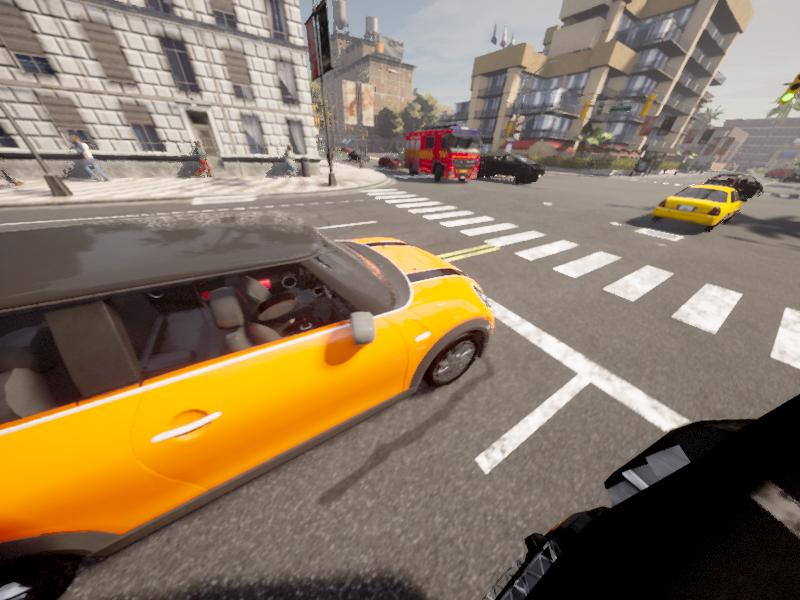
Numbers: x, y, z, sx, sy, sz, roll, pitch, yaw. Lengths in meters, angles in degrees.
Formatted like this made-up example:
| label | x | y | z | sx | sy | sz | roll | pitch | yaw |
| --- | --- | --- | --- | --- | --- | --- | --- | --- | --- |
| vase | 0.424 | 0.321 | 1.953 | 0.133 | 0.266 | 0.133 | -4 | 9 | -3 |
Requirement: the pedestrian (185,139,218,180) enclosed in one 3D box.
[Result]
| label | x | y | z | sx | sy | sz | roll | pitch | yaw |
| --- | --- | --- | --- | --- | --- | --- | --- | --- | --- |
| pedestrian | -10.916 | -7.748 | 12.775 | 0.751 | 1.860 | 0.751 | -14 | 37 | -24 |

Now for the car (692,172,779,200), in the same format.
| label | x | y | z | sx | sy | sz | roll | pitch | yaw |
| --- | --- | --- | --- | --- | --- | --- | --- | --- | --- |
| car | 25.454 | -8.672 | 17.618 | 3.988 | 1.617 | 1.851 | -5 | 34 | -12 |

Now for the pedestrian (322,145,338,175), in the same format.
| label | x | y | z | sx | sy | sz | roll | pitch | yaw |
| --- | --- | --- | --- | --- | --- | --- | --- | --- | --- |
| pedestrian | -5.324 | -10.649 | 17.595 | 0.751 | 1.860 | 0.751 | -16 | 38 | -26 |

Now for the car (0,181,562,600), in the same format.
| label | x | y | z | sx | sy | sz | roll | pitch | yaw |
| --- | --- | --- | --- | --- | --- | --- | --- | --- | --- |
| car | -1.140 | 0.068 | 2.151 | 4.553 | 1.767 | 2.097 | -17 | 38 | -27 |

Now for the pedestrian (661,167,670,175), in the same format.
| label | x | y | z | sx | sy | sz | roll | pitch | yaw |
| --- | --- | --- | --- | --- | --- | --- | --- | --- | --- |
| pedestrian | 46.644 | -22.716 | 40.620 | 0.500 | 1.100 | 0.500 | -15 | 38 | -25 |

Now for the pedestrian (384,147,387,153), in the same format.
| label | x | y | z | sx | sy | sz | roll | pitch | yaw |
| --- | --- | --- | --- | --- | --- | --- | --- | --- | --- |
| pedestrian | -4.844 | -50.087 | 77.085 | 0.751 | 1.860 | 0.751 | -17 | 38 | -27 |

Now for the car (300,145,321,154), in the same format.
| label | x | y | z | sx | sy | sz | roll | pitch | yaw |
| --- | --- | --- | --- | --- | --- | --- | --- | --- | --- |
| car | -20.731 | -34.940 | 53.650 | 3.806 | 1.475 | 1.970 | 0 | 34 | -4 |

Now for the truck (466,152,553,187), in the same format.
| label | x | y | z | sx | sy | sz | roll | pitch | yaw |
| --- | --- | --- | --- | --- | --- | --- | --- | --- | --- |
| truck | 9.341 | -11.736 | 20.503 | 2.390 | 2.098 | 6.274 | -24 | 42 | -34 |

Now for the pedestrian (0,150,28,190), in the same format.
| label | x | y | z | sx | sy | sz | roll | pitch | yaw |
| --- | --- | --- | --- | --- | --- | --- | --- | --- | --- |
| pedestrian | -15.112 | -5.070 | 8.403 | 0.751 | 1.860 | 0.751 | -19 | 39 | -30 |

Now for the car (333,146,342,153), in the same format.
| label | x | y | z | sx | sy | sz | roll | pitch | yaw |
| --- | --- | --- | --- | --- | --- | --- | --- | --- | --- |
| car | -17.760 | -42.894 | 65.785 | 1.801 | 1.575 | 5.366 | -3 | 34 | -9 |

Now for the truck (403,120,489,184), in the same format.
| label | x | y | z | sx | sy | sz | roll | pitch | yaw |
| --- | --- | --- | --- | --- | --- | --- | --- | --- | --- |
| truck | 3.291 | -12.780 | 20.035 | 2.891 | 3.827 | 8.468 | -10 | 36 | -19 |

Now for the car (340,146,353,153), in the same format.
| label | x | y | z | sx | sy | sz | roll | pitch | yaw |
| --- | --- | --- | --- | --- | --- | --- | --- | --- | --- |
| car | -16.697 | -46.661 | 71.511 | 2.152 | 1.651 | 5.027 | -17 | 39 | -28 |

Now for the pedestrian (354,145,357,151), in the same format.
| label | x | y | z | sx | sy | sz | roll | pitch | yaw |
| --- | --- | --- | --- | --- | --- | --- | --- | --- | --- |
| pedestrian | -15.871 | -54.207 | 82.416 | 0.751 | 1.860 | 0.751 | -17 | 38 | -27 |

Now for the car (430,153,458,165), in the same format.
| label | x | y | z | sx | sy | sz | roll | pitch | yaw |
| --- | --- | --- | --- | --- | --- | --- | --- | --- | --- |
| car | 7.489 | -24.398 | 39.994 | 1.837 | 1.490 | 4.892 | -17 | 39 | -28 |

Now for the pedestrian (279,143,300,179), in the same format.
| label | x | y | z | sx | sy | sz | roll | pitch | yaw |
| --- | --- | --- | --- | --- | --- | --- | --- | --- | --- |
| pedestrian | -6.890 | -8.665 | 14.479 | 0.751 | 1.860 | 0.751 | -14 | 37 | -24 |

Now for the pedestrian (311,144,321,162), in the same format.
| label | x | y | z | sx | sy | sz | roll | pitch | yaw |
| --- | --- | --- | --- | --- | --- | --- | --- | --- | --- |
| pedestrian | -10.521 | -18.408 | 28.877 | 0.751 | 1.860 | 0.751 | -16 | 38 | -26 |

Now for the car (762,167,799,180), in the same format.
| label | x | y | z | sx | sy | sz | roll | pitch | yaw |
| --- | --- | --- | --- | --- | --- | --- | --- | --- | --- |
| car | 82.775 | -27.668 | 50.437 | 2.150 | 2.045 | 5.566 | 25 | 40 | 30 |

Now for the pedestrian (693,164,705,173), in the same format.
| label | x | y | z | sx | sy | sz | roll | pitch | yaw |
| --- | --- | --- | --- | --- | --- | --- | --- | --- | --- |
| pedestrian | 66.242 | -29.129 | 51.162 | 0.751 | 1.860 | 0.751 | -21 | 41 | -32 |

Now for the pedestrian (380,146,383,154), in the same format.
| label | x | y | z | sx | sy | sz | roll | pitch | yaw |
| --- | --- | --- | --- | --- | --- | --- | --- | --- | --- |
| pedestrian | -5.871 | -47.083 | 72.475 | 0.751 | 1.860 | 0.751 | 15 | 35 | 17 |

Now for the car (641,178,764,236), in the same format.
| label | x | y | z | sx | sy | sz | roll | pitch | yaw |
| --- | --- | --- | --- | --- | --- | --- | --- | --- | --- |
| car | 12.716 | -4.056 | 9.667 | 5.366 | 1.575 | 1.801 | -17 | 38 | -27 |

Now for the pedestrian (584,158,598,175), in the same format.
| label | x | y | z | sx | sy | sz | roll | pitch | yaw |
| --- | --- | --- | --- | --- | --- | --- | --- | --- | --- |
| pedestrian | 25.592 | -17.911 | 31.007 | 0.751 | 1.860 | 0.751 | 22 | 38 | 26 |

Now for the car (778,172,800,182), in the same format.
| label | x | y | z | sx | sy | sz | roll | pitch | yaw |
| --- | --- | --- | --- | --- | --- | --- | --- | --- | --- |
| car | 75.536 | -23.703 | 44.469 | 4.181 | 1.385 | 1.994 | -26 | 43 | -36 |

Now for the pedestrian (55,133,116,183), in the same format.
| label | x | y | z | sx | sy | sz | roll | pitch | yaw |
| --- | --- | --- | --- | --- | --- | --- | --- | --- | --- |
| pedestrian | -14.107 | -6.376 | 10.452 | 0.751 | 1.860 | 0.751 | -15 | 38 | -25 |

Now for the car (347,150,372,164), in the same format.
| label | x | y | z | sx | sy | sz | roll | pitch | yaw |
| --- | --- | --- | --- | --- | --- | --- | --- | --- | --- |
| car | -6.049 | -21.231 | 34.142 | 1.837 | 1.490 | 4.892 | -17 | 38 | -28 |

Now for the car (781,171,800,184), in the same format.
| label | x | y | z | sx | sy | sz | roll | pitch | yaw |
| --- | --- | --- | --- | --- | --- | --- | --- | --- | --- |
| car | 67.725 | -20.903 | 39.372 | 4.611 | 1.667 | 2.242 | -18 | 39 | -29 |

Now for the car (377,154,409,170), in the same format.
| label | x | y | z | sx | sy | sz | roll | pitch | yaw |
| --- | --- | --- | --- | --- | --- | --- | --- | --- | --- |
| car | -0.957 | -16.509 | 27.542 | 1.994 | 1.385 | 4.181 | -16 | 38 | -26 |
